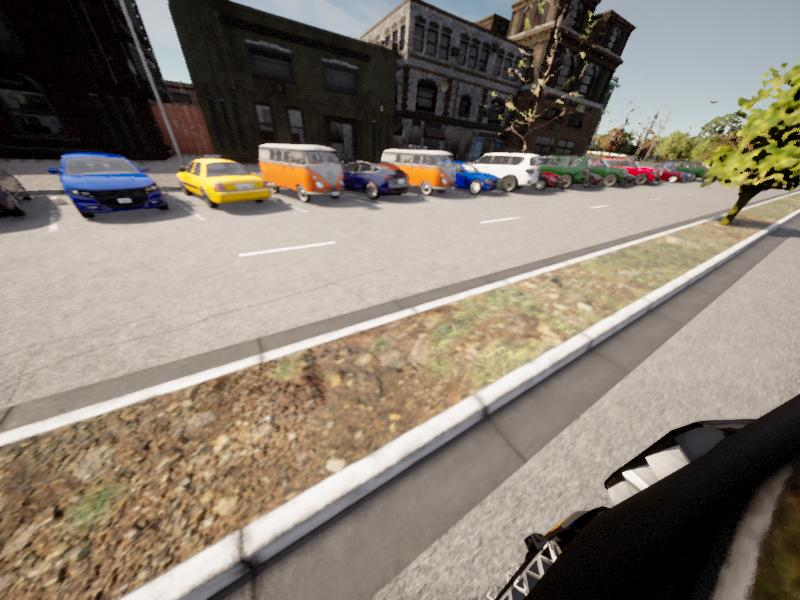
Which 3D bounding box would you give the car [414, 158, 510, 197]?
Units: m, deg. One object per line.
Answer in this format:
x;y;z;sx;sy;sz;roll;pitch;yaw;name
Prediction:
3.561;-7.566;14.045;5.008;1.535;2.097;27;40;32;car

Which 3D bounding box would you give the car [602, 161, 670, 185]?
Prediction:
24.533;-13.434;24.255;4.553;1.767;2.185;27;40;32;car

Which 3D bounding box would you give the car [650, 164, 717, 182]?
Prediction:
37.536;-17.040;30.854;5.366;1.575;1.946;27;41;32;car

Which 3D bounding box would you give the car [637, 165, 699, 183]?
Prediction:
32.402;-15.474;28.221;4.674;1.452;2.002;27;40;32;car

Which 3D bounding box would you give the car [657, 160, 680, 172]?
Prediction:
61.475;-30.656;52.970;2.435;2.045;5.566;28;39;32;car

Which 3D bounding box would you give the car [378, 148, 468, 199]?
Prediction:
1.043;-6.986;12.571;4.442;1.987;1.878;27;40;32;car

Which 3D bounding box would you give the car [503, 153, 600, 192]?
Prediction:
11.398;-9.951;17.781;5.566;2.045;2.435;27;40;32;car

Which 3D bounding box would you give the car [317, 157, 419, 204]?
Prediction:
-1.704;-6.099;11.490;4.792;1.488;2.163;27;40;32;car

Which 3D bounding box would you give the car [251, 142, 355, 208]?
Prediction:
-4.198;-5.531;9.980;4.442;1.987;1.878;26;40;32;car

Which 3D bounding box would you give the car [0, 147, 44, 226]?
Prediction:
-12.133;-3.167;6.225;4.892;1.521;2.231;26;40;31;car

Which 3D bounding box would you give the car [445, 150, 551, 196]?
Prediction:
6.165;-8.506;15.205;5.566;2.045;2.435;27;40;32;car

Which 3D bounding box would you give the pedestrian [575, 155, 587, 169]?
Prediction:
27.616;-21.031;35.218;0.751;1.860;0.751;29;40;32;pedestrian

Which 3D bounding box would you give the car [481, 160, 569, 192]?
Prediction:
8.795;-9.012;16.622;5.008;1.535;2.097;27;40;32;car

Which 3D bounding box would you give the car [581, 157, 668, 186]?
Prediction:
21.922;-12.825;22.911;5.566;2.045;2.435;27;40;32;car

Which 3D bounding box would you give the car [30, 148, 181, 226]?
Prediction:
-9.533;-3.923;7.559;5.008;1.535;2.097;26;40;31;car

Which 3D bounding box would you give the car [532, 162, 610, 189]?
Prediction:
14.053;-10.421;19.198;4.792;1.488;2.163;27;40;32;car

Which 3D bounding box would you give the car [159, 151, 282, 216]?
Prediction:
-7.061;-4.724;8.953;5.366;1.575;1.946;26;40;32;car

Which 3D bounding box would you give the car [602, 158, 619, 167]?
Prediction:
44.499;-29.098;48.879;2.002;1.452;4.674;28;41;32;car

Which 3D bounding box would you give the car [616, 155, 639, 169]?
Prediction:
45.917;-27.825;46.575;2.435;2.045;5.566;29;40;32;car

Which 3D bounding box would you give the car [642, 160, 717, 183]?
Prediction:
35.022;-16.451;29.350;5.566;2.045;2.435;27;41;32;car

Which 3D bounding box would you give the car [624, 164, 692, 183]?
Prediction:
29.762;-14.784;26.915;5.008;1.535;2.097;27;40;32;car

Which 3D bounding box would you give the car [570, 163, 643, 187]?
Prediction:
19.289;-11.867;21.776;4.792;1.488;2.163;27;40;32;car

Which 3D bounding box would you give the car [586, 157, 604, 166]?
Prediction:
43.084;-30.631;50.976;2.231;1.521;4.892;28;40;32;car

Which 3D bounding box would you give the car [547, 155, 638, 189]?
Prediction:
16.683;-11.380;20.336;5.566;2.045;2.435;27;40;32;car
